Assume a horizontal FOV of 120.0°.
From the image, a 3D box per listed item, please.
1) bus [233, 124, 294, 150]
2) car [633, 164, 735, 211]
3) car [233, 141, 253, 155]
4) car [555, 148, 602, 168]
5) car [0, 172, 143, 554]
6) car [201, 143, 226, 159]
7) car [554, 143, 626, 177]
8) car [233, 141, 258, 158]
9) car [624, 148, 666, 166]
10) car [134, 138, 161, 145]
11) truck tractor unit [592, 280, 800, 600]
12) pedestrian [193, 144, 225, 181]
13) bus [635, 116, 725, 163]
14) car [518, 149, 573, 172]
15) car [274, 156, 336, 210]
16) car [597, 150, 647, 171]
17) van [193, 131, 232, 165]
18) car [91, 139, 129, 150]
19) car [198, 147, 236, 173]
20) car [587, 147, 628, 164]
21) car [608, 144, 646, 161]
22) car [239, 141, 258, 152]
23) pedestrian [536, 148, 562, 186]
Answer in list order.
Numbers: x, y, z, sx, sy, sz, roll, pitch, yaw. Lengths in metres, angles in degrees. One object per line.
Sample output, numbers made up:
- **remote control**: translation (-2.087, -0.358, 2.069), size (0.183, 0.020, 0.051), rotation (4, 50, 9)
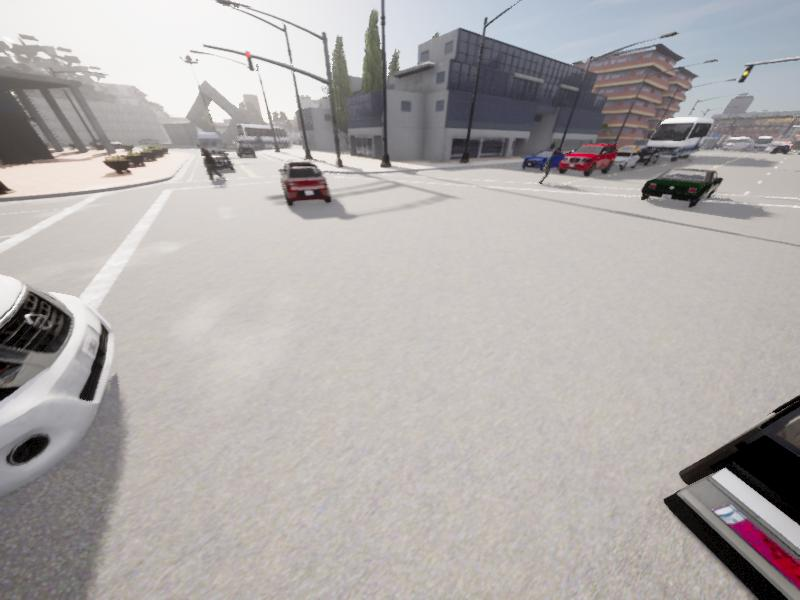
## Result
- **bus**: translation (-29.639, -35.878, 50.900), size (3.944, 4.253, 10.273), rotation (26, 42, 30)
- **car**: translation (13.182, -5.348, 10.692), size (4.718, 1.301, 1.895), rotation (-21, 41, -28)
- **car**: translation (-24.544, -23.907, 36.182), size (1.930, 1.638, 5.238), rotation (-17, 39, -23)
- **car**: translation (18.683, -14.919, 24.172), size (4.892, 1.490, 1.837), rotation (-22, 41, -28)
- **car**: translation (-4.966, 1.168, 0.461), size (5.566, 2.045, 2.150), rotation (-26, 43, -32)
- **car**: translation (-22.605, -18.064, 27.968), size (1.845, 1.501, 3.633), rotation (-21, 41, -28)
- **car**: translation (15.347, -11.391, 18.646), size (5.566, 2.045, 2.150), rotation (-21, 41, -28)
- **car**: translation (-20.984, -20.401, 31.242), size (1.930, 1.638, 5.238), rotation (-20, 40, -27)
- **car**: translation (26.772, -15.690, 25.237), size (4.193, 1.474, 1.816), rotation (-22, 41, -27)
- **car**: translation (-69.128, -43.446, 63.375), size (2.007, 1.525, 4.514), rotation (8, 36, 10)
- **truck tractor unit**: translation (5.258, -0.118, 0.537), size (6.516, 4.208, 3.053), rotation (-11, 37, -16)
- **pedestrian**: translation (-11.239, -8.114, 13.650), size (0.751, 1.860, 0.751), rotation (-15, 38, -21)
- **bus**: translation (34.781, -20.020, 28.746), size (10.273, 4.253, 3.944), rotation (-23, 41, -27)
- **car**: translation (13.339, -12.849, 21.138), size (5.008, 1.535, 1.882), rotation (-21, 40, -28)
- **car**: translation (-4.302, -5.324, 10.207), size (1.816, 1.474, 4.193), rotation (-14, 38, -20)
- **car**: translation (21.361, -13.504, 22.224), size (4.674, 1.442, 1.812), rotation (-22, 41, -28)
- **van**: translation (-18.785, -15.287, 23.196), size (1.988, 2.561, 5.915), rotation (-21, 40, -28)
- **car**: translation (-53.386, -28.717, 42.571), size (4.611, 1.667, 2.242), rotation (10, 36, 13)
- **car**: translation (-14.600, -11.260, 18.453), size (1.816, 1.474, 4.193), rotation (-21, 40, -28)
- **car**: translation (24.730, -17.285, 27.572), size (4.181, 1.385, 1.994), rotation (-21, 40, -26)
- **car**: translation (29.957, -19.497, 30.435), size (5.008, 1.535, 1.882), rotation (-22, 41, -27)
- **car**: translation (-27.236, -27.662, 41.639), size (1.816, 1.474, 4.193), rotation (-10, 36, -15)
- **pedestrian**: translation (8.761, -7.841, 13.643), size (0.751, 1.860, 0.751), rotation (17, 38, 22)
